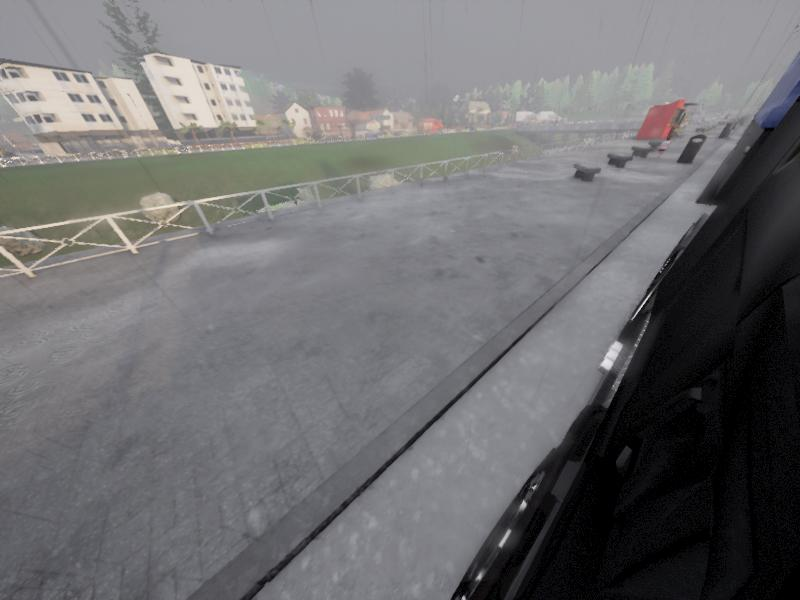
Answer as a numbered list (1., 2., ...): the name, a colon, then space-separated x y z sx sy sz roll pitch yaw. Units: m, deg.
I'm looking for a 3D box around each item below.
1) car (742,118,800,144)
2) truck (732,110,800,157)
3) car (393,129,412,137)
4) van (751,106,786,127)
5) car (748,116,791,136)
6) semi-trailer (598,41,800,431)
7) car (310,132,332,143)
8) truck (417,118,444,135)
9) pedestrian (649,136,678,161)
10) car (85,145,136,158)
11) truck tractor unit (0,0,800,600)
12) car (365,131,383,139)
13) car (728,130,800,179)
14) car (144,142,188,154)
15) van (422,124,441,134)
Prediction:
1. car: 31.038 -14.166 19.333 4.902 1.511 2.128 -28 44 -29
2. truck: 23.745 -10.545 14.474 6.274 2.098 2.390 -28 43 -29
3. car: 0.756 -46.306 64.074 4.792 1.488 2.163 -28 44 -30
4. van: 61.229 -30.606 38.466 5.915 2.561 1.988 -28 44 -30
5. car: 39.386 -18.630 24.703 5.366 1.575 1.801 -28 44 -30
6. semi-trailer: 8.691 -3.609 4.236 14.254 4.402 2.717 -28 44 -30
7. car: -17.794 -36.662 52.035 3.866 1.878 1.905 -28 44 -30
8. truck: 9.120 -51.690 68.764 8.468 3.827 2.891 -28 44 -30
9. pedestrian: 14.544 -8.376 12.775 0.500 1.100 0.500 -19 40 -21
10. car: -46.819 -24.177 37.538 4.892 1.490 1.837 -27 43 -29
11. truck tractor unit: 2.645 -0.295 0.351 6.516 4.208 3.053 -28 44 -30
12. car: -6.692 -42.370 59.288 4.193 1.474 1.816 -28 44 -30
13. car: 16.575 -6.455 10.079 4.181 1.385 1.994 -28 44 -30
14. car: -41.505 -27.039 41.104 5.357 1.411 2.033 -28 44 -30
15. van: 10.043 -54.734 73.926 6.366 2.431 2.351 -28 44 -30
